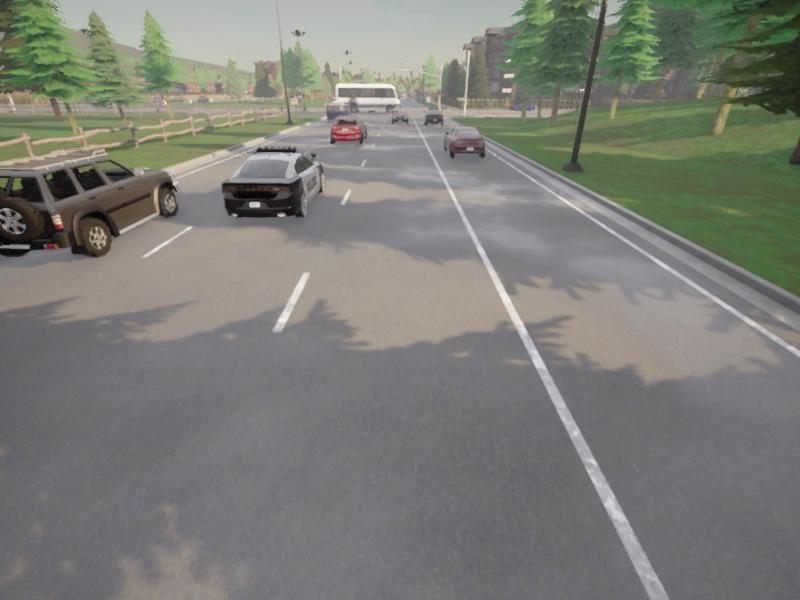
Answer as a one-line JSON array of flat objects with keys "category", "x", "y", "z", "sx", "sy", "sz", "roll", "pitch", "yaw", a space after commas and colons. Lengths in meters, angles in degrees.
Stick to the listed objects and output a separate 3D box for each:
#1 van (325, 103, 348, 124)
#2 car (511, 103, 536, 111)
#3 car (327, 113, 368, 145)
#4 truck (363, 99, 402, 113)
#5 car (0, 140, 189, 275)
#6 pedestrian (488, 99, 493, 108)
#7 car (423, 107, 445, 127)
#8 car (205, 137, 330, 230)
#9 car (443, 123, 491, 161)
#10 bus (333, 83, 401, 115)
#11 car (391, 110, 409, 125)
[{"category": "van", "x": -6.980, "y": -20.810, "z": 44.531, "sx": 1.775, "sy": 1.987, "sz": 4.442, "roll": 0, "pitch": 27, "yaw": 0}, {"category": "car", "x": 23.960, "y": -37.450, "z": 77.626, "sx": 4.193, "sy": 1.474, "sz": 1.816, "roll": 0, "pitch": 27, "yaw": -1}, {"category": "car", "x": -3.489, "y": -11.855, "z": 27.614, "sx": 2.242, "sy": 1.667, "sz": 4.611, "roll": 0, "pitch": 27, "yaw": 0}, {"category": "truck", "x": -2.882, "y": -32.590, "z": 67.217, "sx": 6.274, "sy": 2.098, "sz": 2.390, "roll": 0, "pitch": 27, "yaw": 0}, {"category": "car", "x": -6.991, "y": -2.345, "z": 8.970, "sx": 1.932, "sy": 1.855, "sz": 4.605, "roll": 0, "pitch": 27, "yaw": 0}, {"category": "pedestrian", "x": 19.491, "y": -42.466, "z": 86.468, "sx": 0.751, "sy": 1.860, "sz": 0.751, "roll": -1, "pitch": 27, "yaw": -2}, {"category": "car", "x": 3.517, "y": -19.375, "z": 42.268, "sx": 1.930, "sy": 1.638, "sz": 5.238, "roll": 0, "pitch": 27, "yaw": 0}, {"category": "car", "x": -3.491, "y": -3.661, "z": 11.816, "sx": 1.930, "sy": 1.638, "sz": 5.238, "roll": 0, "pitch": 27, "yaw": 0}, {"category": "car", "x": 3.508, "y": -8.727, "z": 21.910, "sx": 1.812, "sy": 1.442, "sz": 4.674, "roll": 0, "pitch": 27, "yaw": 0}, {"category": "bus", "x": -5.025, "y": -32.012, "z": 63.728, "sx": 10.273, "sy": 4.253, "sz": 3.944, "roll": 0, "pitch": 27, "yaw": 0}, {"category": "car", "x": 0.017, "y": -20.147, "z": 44.091, "sx": 1.895, "sy": 1.301, "sz": 4.718, "roll": 0, "pitch": 27, "yaw": 0}]
